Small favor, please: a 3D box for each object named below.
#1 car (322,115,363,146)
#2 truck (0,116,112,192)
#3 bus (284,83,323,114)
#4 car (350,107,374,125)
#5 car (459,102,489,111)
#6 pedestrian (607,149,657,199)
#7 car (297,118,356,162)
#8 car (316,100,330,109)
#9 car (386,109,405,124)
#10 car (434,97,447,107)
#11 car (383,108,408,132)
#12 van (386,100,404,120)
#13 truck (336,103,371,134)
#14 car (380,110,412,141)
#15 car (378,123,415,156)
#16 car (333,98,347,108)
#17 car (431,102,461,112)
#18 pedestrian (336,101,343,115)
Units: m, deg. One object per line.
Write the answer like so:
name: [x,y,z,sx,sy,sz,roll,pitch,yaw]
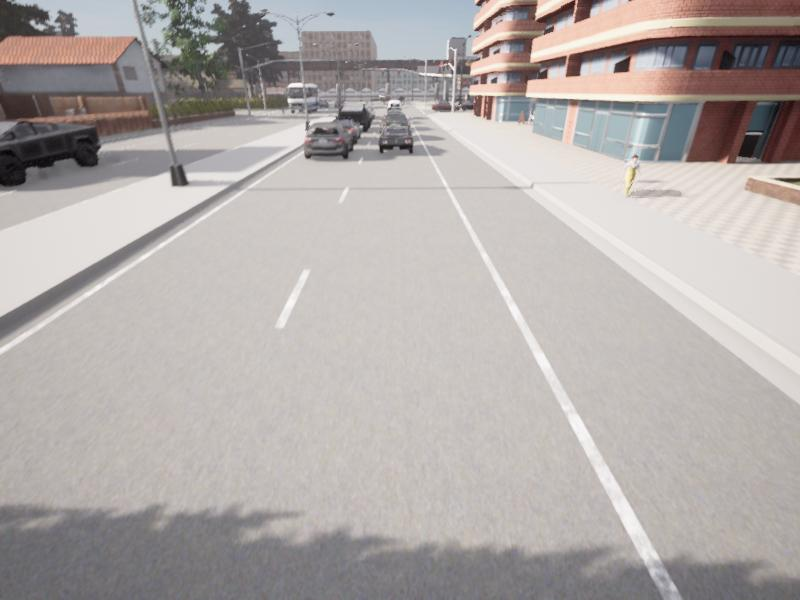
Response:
car: [-3.777,-11.620,27.176,2.038,1.542,4.974,-1,27,0]
truck: [-15.134,-6.098,16.112,2.390,2.098,6.274,-1,28,0]
bus: [-15.689,-33.375,66.103,3.944,4.253,10.273,-1,28,0]
car: [-3.981,-19.729,42.732,2.038,1.542,4.974,-1,27,0]
car: [12.608,-33.139,68.430,4.718,1.301,1.895,-1,28,-1]
pedestrian: [6.738,-3.689,11.699,0.751,1.300,0.751,1,28,2]
car: [-3.696,-8.536,21.108,2.242,1.667,4.611,-1,28,-1]
car: [-16.024,-40.831,83.512,1.994,1.385,4.181,-1,28,0]
car: [-0.487,-19.840,43.157,1.895,1.301,4.718,-1,28,0]
car: [8.649,-42.663,86.161,2.242,1.667,4.611,0,28,0]
car: [-0.396,-16.246,35.910,2.152,1.651,5.027,-1,28,0]
van: [-0.626,-23.728,49.810,2.069,2.038,4.480,-1,28,0]
truck: [-3.881,-15.916,34.804,2.390,2.098,6.274,-1,28,0]
car: [-0.299,-12.622,28.770,2.097,1.767,4.553,-1,28,0]
car: [-0.215,-9.212,22.768,1.895,1.301,4.718,-1,28,0]
car: [-12.526,-41.097,83.550,2.097,1.767,4.553,-1,28,0]
car: [7.478,-31.444,65.153,4.674,1.442,1.812,-1,28,-1]
pedestrian: [-8.731,-27.754,57.778,0.751,1.860,0.751,3,28,6]
